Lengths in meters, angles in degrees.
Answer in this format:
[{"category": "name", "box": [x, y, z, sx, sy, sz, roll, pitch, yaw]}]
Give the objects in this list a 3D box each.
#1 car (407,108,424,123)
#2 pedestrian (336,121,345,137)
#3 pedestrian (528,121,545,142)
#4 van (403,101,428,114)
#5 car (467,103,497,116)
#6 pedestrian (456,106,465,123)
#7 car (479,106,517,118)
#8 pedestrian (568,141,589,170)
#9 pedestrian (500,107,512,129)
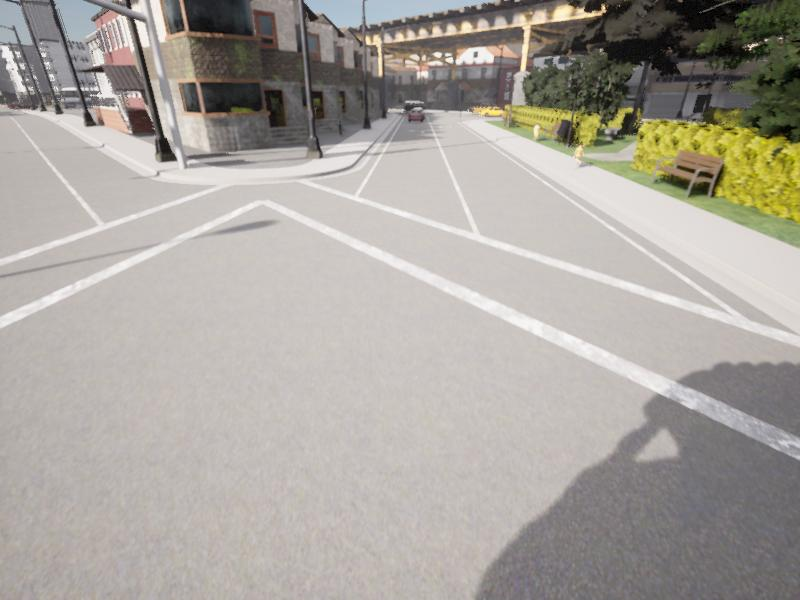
[{"category": "car", "box": [2.006, -23.145, 50.157, 1.970, 1.475, 3.806, 2, 27, 3]}, {"category": "pedestrian", "box": [-4.478, -12.923, 30.186, 0.500, 1.100, 0.500, 2, 27, 4]}, {"category": "pedestrian", "box": [9.321, -11.525, 27.366, 0.751, 1.300, 0.751, 3, 27, 6]}, {"category": "van", "box": [2.810, -35.103, 72.861, 2.069, 2.038, 4.480, -22, 35, -37]}, {"category": "car", "box": [13.657, -31.950, 66.955, 1.932, 1.855, 4.605, -22, 35, -37]}, {"category": "pedestrian", "box": [7.416, -22.815, 49.073, 0.751, 1.860, 0.751, 8, 28, 14]}, {"category": "car", "box": [14.915, -28.790, 61.167, 1.801, 1.575, 5.366, -22, 35, -37]}, {"category": "pedestrian", "box": [7.693, -6.250, 17.288, 0.500, 1.100, 0.500, 3, 27, 6]}, {"category": "pedestrian", "box": [9.984, -17.167, 37.754, 0.751, 1.860, 0.751, 1, 27, 2]}]
